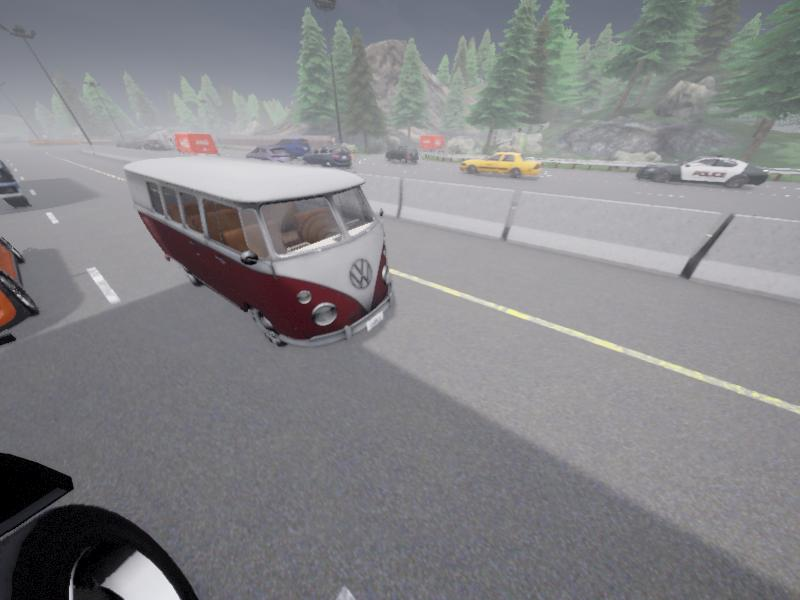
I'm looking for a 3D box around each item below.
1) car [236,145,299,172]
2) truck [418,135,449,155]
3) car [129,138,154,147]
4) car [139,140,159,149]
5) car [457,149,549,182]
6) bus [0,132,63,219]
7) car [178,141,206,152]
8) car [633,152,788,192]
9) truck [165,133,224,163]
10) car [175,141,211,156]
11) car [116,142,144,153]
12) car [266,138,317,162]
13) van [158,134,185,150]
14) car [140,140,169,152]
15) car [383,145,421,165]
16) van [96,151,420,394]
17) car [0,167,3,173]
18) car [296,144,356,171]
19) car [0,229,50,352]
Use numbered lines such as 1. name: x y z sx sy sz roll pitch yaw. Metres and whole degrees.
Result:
1. car: -10.877 -11.708 18.990 4.856 1.649 2.033 22 41 28
2. truck: 5.451 -24.767 36.920 2.627 2.467 5.204 21 40 27
3. car: -61.241 -37.454 54.874 2.097 1.767 4.553 -13 37 -18
4. car: -53.184 -33.042 48.984 2.007 1.525 4.514 -22 41 -28
5. car: 6.906 -9.426 15.964 5.366 1.575 1.801 22 41 28
6. bus: -17.597 -5.766 8.227 10.273 4.253 3.944 22 41 27
7. car: -36.145 -26.736 40.167 4.892 1.490 1.837 22 41 28
8. car: 17.412 -7.610 13.533 4.974 1.542 2.038 22 41 28
9. truck: -22.462 -16.714 25.254 5.204 2.467 2.627 22 41 27
10. car: -29.590 -21.676 32.984 5.366 1.575 1.801 22 41 28
11. car: -44.090 -24.997 37.727 4.181 1.385 1.994 23 41 29
12. car: -12.582 -17.470 26.781 5.566 2.045 2.150 22 41 27
13. van: -44.550 -30.794 45.027 6.366 2.431 2.351 29 44 35
14. car: -43.399 -27.263 40.796 4.611 1.667 2.242 25 42 31
15. car: 0.158 -15.093 23.960 1.789 1.549 3.705 -29 45 -35
16. van: -2.120 -0.968 3.530 4.442 1.987 1.775 22 41 27
17. car: -30.922 -9.990 16.328 4.611 1.667 2.242 22 41 28
18. car: -6.318 -12.340 19.894 4.611 1.667 2.242 22 41 27
19. car: -7.267 -0.511 3.005 4.553 1.767 2.097 22 41 28
